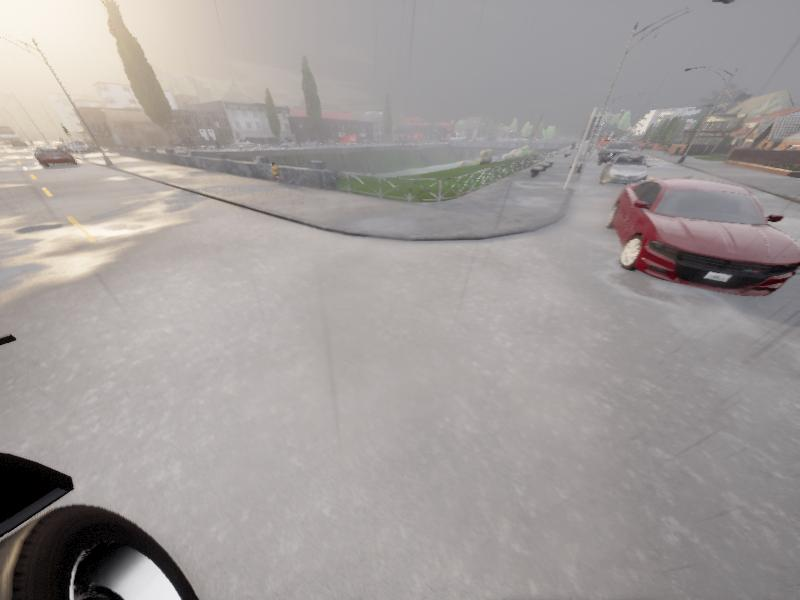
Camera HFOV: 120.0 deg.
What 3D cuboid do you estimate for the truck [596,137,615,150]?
[{"bbox_3d":[49.597,-37.804,55.814,2.627,2.467,5.204,22,41,28],"label":"truck"}]

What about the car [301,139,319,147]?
[{"bbox_3d":[-24.450,-42.826,62.976,1.851,1.617,3.988,22,41,28],"label":"car"}]

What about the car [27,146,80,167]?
[{"bbox_3d":[-31.581,-13.139,21.038,4.181,1.385,1.994,22,41,28],"label":"car"}]

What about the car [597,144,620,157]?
[{"bbox_3d":[32.844,-23.714,36.497,2.038,1.542,4.974,22,41,28],"label":"car"}]

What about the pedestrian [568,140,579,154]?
[{"bbox_3d":[28.583,-25.237,38.113,0.751,1.860,0.751,12,37,16],"label":"pedestrian"}]

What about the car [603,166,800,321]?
[{"bbox_3d":[6.371,-1.847,5.251,1.882,1.535,5.008,20,40,25],"label":"car"}]

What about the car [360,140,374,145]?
[{"bbox_3d":[-11.301,-53.549,78.390,1.837,1.490,4.892,22,41,28],"label":"car"}]

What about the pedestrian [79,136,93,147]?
[{"bbox_3d":[-68.295,-34.435,50.229,0.751,1.860,0.751,14,38,19],"label":"pedestrian"}]

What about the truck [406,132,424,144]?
[{"bbox_3d":[6.083,-64.705,92.348,2.891,3.827,8.468,22,41,28],"label":"truck"}]

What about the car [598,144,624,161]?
[{"bbox_3d":[27.432,-19.316,30.152,1.851,1.617,3.988,22,41,28],"label":"car"}]

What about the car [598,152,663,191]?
[{"bbox_3d":[13.426,-7.821,13.795,2.007,1.525,4.514,22,41,28],"label":"car"}]

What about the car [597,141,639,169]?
[{"bbox_3d":[21.117,-14.324,22.636,2.150,2.045,5.566,22,40,28],"label":"car"}]

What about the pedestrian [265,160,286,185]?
[{"bbox_3d":[-6.541,-6.693,12.137,0.500,1.100,0.500,22,41,28],"label":"pedestrian"}]

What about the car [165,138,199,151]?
[{"bbox_3d":[-40.970,-29.410,43.557,1.905,1.878,3.866,22,41,28],"label":"car"}]

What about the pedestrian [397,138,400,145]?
[{"bbox_3d":[-0.433,-50.423,73.532,0.751,1.860,0.751,21,40,27],"label":"pedestrian"}]

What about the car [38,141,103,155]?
[{"bbox_3d":[-48.215,-22.465,33.957,2.038,1.542,4.974,12,37,16],"label":"car"}]

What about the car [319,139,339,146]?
[{"bbox_3d":[-20.637,-45.960,67.425,1.930,1.638,5.238,22,41,28],"label":"car"}]

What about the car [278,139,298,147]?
[{"bbox_3d":[-28.329,-39.651,58.439,1.851,1.617,3.988,22,41,28],"label":"car"}]

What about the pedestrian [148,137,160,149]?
[{"bbox_3d":[-47.468,-30.290,44.533,0.751,1.860,0.751,22,40,27],"label":"pedestrian"}]

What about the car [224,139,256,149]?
[{"bbox_3d":[-35.004,-34.184,50.614,2.152,1.651,5.027,22,41,28],"label":"car"}]

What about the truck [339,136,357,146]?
[{"bbox_3d":[-16.216,-49.911,72.360,2.627,2.467,5.204,22,40,28],"label":"truck"}]

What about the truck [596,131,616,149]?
[{"bbox_3d":[58.196,-45.398,65.481,2.891,3.827,8.468,22,41,28],"label":"truck"}]

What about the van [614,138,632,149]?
[{"bbox_3d":[59.188,-41.617,61.342,2.351,2.431,6.366,22,41,28],"label":"van"}]
